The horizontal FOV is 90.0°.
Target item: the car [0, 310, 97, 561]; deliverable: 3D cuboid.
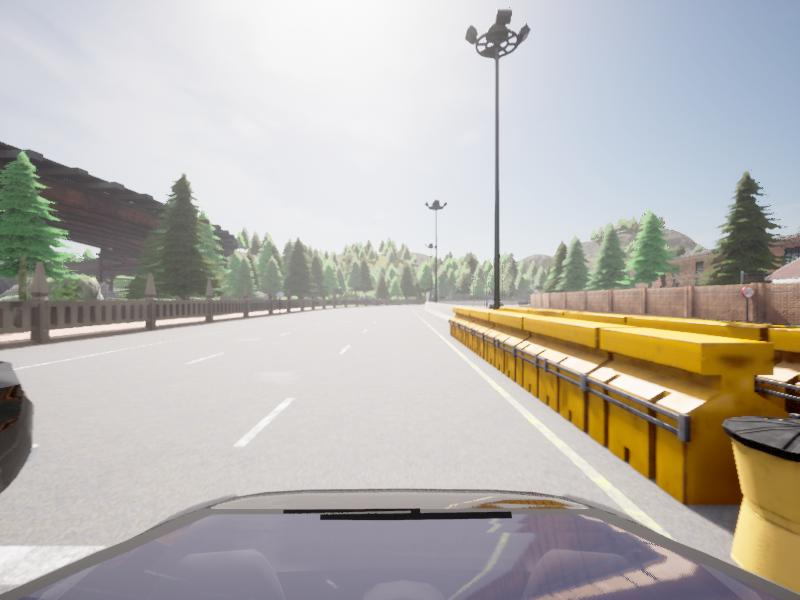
[{"bbox_3d":[-3.498,0.834,0.757,2.128,1.511,4.902,0,0,0],"label":"car"}]
